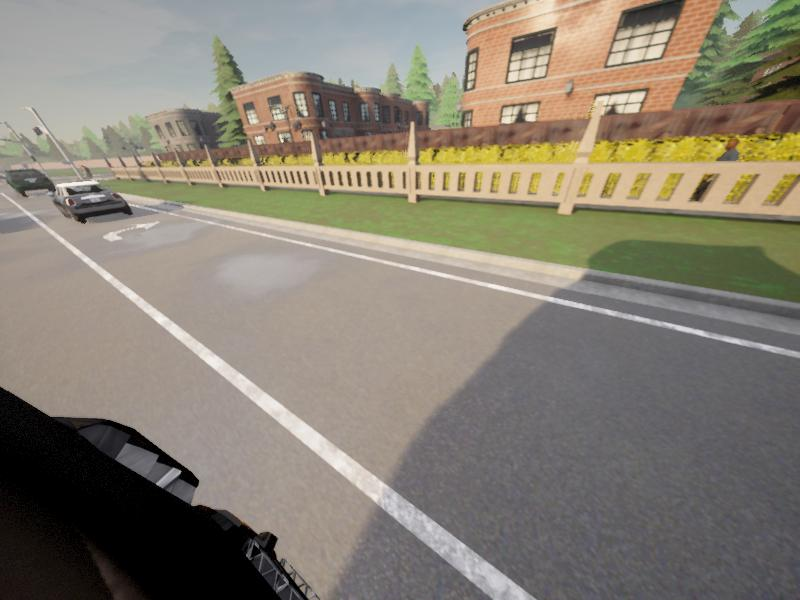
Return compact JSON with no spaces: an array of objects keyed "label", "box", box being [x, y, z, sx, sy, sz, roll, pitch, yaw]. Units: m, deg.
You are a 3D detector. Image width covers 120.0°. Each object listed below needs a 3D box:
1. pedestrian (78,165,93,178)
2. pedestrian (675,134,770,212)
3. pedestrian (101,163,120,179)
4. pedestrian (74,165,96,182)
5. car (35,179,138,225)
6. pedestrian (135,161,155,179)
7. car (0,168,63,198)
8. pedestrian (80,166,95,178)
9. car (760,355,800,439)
[{"label":"pedestrian","box":[-53.897,-21.998,39.626,0.751,1.860,0.751,23,41,33]},{"label":"pedestrian","box":[9.090,-3.614,6.654,0.751,1.860,0.751,20,40,30]},{"label":"pedestrian","box":[-39.778,-17.684,31.732,0.751,1.860,0.751,17,39,28]},{"label":"pedestrian","box":[-40.763,-16.424,29.919,0.751,1.860,0.751,10,36,18]},{"label":"car","box":[-14.878,-4.778,11.002,3.806,1.475,1.970,17,39,27]},{"label":"pedestrian","box":[-31.710,-16.122,28.735,0.751,1.860,0.751,15,38,25]},{"label":"car","box":[-33.577,-10.729,20.940,5.566,2.045,2.150,17,39,27]},{"label":"pedestrian","box":[-54.516,-22.332,40.300,0.751,1.860,0.751,22,41,32]},{"label":"car","box":[4.760,1.059,0.276,3.866,1.878,1.905,17,39,27]}]
